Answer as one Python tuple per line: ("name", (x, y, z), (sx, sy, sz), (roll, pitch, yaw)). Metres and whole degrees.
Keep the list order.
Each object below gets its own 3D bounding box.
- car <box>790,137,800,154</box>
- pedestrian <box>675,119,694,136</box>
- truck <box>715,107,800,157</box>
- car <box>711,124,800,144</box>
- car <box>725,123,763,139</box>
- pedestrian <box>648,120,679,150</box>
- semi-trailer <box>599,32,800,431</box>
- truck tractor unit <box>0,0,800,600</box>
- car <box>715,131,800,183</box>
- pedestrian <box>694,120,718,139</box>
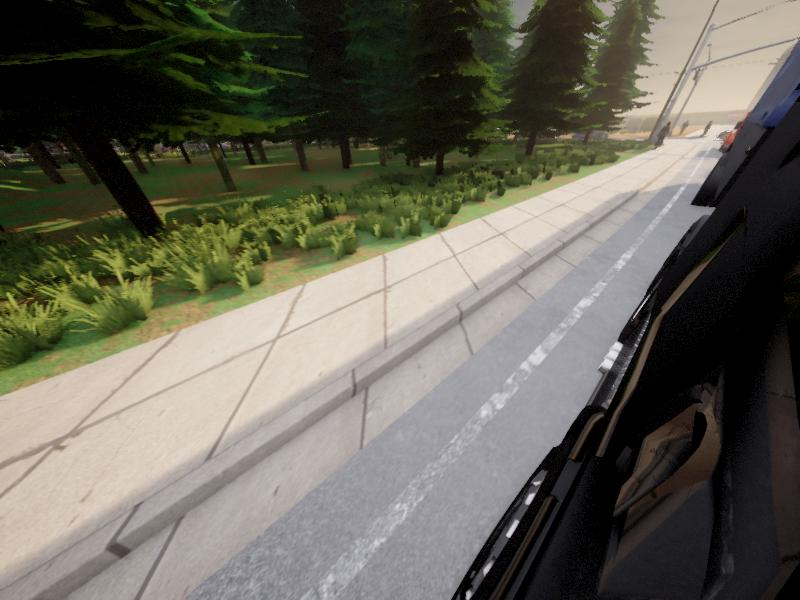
("car", (29.027, -10.866, 15.386), (4.611, 1.667, 2.242), (-29, 44, -31))
("pedestrian", (39.142, -23.745, 31.849), (0.751, 1.860, 0.751), (17, 41, 24))
("truck", (25.015, -11.760, 16.122), (5.204, 2.467, 2.627), (-30, 44, -31))
("car", (36.020, -16.994, 23.577), (2.033, 1.411, 5.357), (3, 37, 7))
("car", (41.463, -20.429, 27.940), (4.181, 1.385, 1.994), (-29, 44, -31))
("pedestrian", (20.562, -12.838, 18.052), (0.751, 1.860, 0.751), (-23, 41, -25))
("semi-trailer", (8.653, -3.606, 4.314), (14.254, 4.402, 2.717), (-28, 44, -31))
("truck tractor unit", (2.645, -0.295, 0.351), (6.516, 4.208, 3.053), (-28, 44, -30))
("car", (16.524, -6.579, 10.377), (4.902, 1.511, 2.128), (-28, 44, -30))
("pedestrian", (38.014, -21.168, 28.683), (0.751, 1.860, 0.751), (0, 36, 2))
